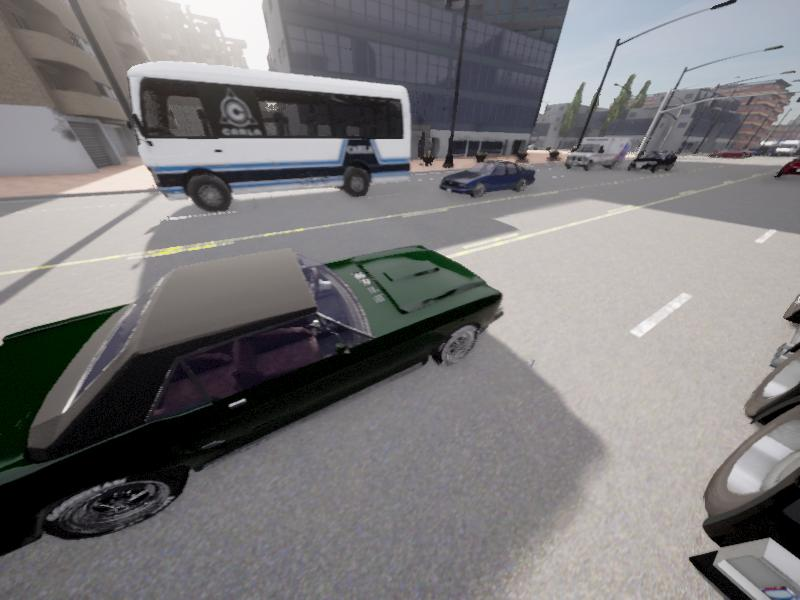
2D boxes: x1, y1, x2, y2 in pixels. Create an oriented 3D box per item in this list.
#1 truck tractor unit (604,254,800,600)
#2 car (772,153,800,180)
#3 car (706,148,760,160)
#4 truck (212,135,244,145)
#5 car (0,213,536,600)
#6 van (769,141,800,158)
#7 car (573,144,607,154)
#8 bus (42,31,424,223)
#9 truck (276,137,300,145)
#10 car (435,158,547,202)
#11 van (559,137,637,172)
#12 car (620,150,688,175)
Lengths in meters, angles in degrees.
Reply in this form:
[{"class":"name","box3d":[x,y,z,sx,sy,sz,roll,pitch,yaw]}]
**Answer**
[{"class":"truck tractor unit","box3d":[5.087,-0.326,0.799,6.516,4.208,3.053,-19,39,-25]},{"class":"car","box3d":[29.664,-9.769,16.799,4.193,1.474,1.816,-18,39,-24]},{"class":"car","box3d":[51.017,-22.549,35.551,4.181,1.385,1.994,21,40,27]},{"class":"truck","box3d":[-44.267,-41.291,59.685,6.274,2.098,2.390,-16,38,-23]},{"class":"car","box3d":[-1.090,0.250,2.514,4.718,1.301,1.895,-18,39,-24]},{"class":"van","box3d":[72.639,-28.337,43.347,5.915,2.561,1.988,-17,39,-24]},{"class":"car","box3d":[39.496,-31.617,48.259,1.882,1.535,5.008,-17,38,-24]},{"class":"bus","box3d":[-4.493,-6.692,9.862,10.273,4.253,3.944,-18,39,-24]},{"class":"truck","box3d":[-35.598,-50.538,73.352,6.274,2.098,2.390,-16,38,-23]},{"class":"car","box3d":[4.633,-6.248,11.755,5.357,1.411,2.033,-18,39,-24]},{"class":"van","box3d":[17.888,-13.261,20.933,6.366,2.431,2.351,-18,39,-24]},{"class":"car","box3d":[21.560,-11.768,19.607,4.902,1.511,2.128,-18,39,-24]}]
